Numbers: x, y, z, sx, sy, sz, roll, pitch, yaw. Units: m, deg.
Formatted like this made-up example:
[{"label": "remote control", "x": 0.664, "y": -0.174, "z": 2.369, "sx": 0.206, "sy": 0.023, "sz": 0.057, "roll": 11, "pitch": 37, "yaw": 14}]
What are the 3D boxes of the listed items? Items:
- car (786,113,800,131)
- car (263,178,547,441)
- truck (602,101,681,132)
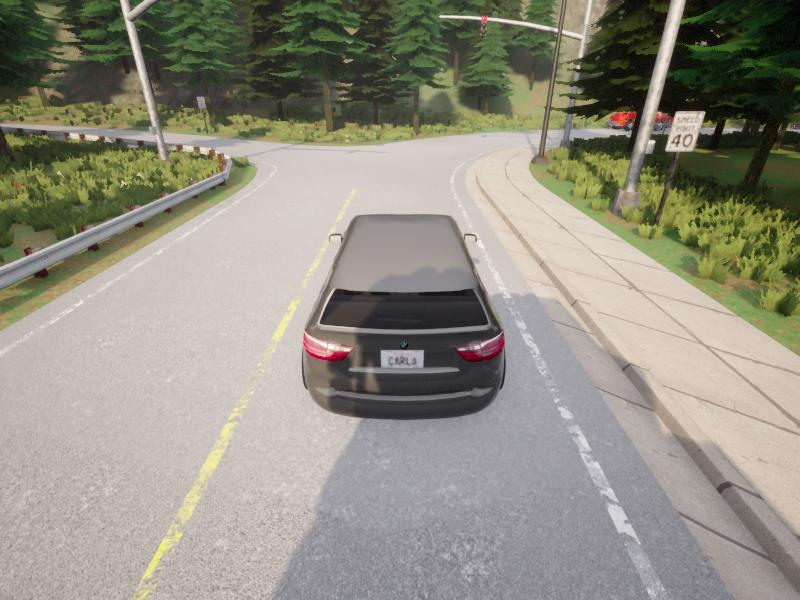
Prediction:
[{"label": "car", "x": 39.127, "y": -16.348, "z": 36.839, "sx": 4.674, "sy": 1.442, "sz": 1.812, "roll": 7, "pitch": 28, "yaw": 13}, {"label": "car", "x": 0.043, "y": -0.415, "z": 5.590, "sx": 2.242, "sy": 1.667, "sz": 4.611, "roll": 0, "pitch": 27, "yaw": 0}, {"label": "truck", "x": 22.141, "y": -16.949, "z": 36.888, "sx": 5.204, "sy": 2.467, "sz": 2.627, "roll": -2, "pitch": 27, "yaw": -5}]
